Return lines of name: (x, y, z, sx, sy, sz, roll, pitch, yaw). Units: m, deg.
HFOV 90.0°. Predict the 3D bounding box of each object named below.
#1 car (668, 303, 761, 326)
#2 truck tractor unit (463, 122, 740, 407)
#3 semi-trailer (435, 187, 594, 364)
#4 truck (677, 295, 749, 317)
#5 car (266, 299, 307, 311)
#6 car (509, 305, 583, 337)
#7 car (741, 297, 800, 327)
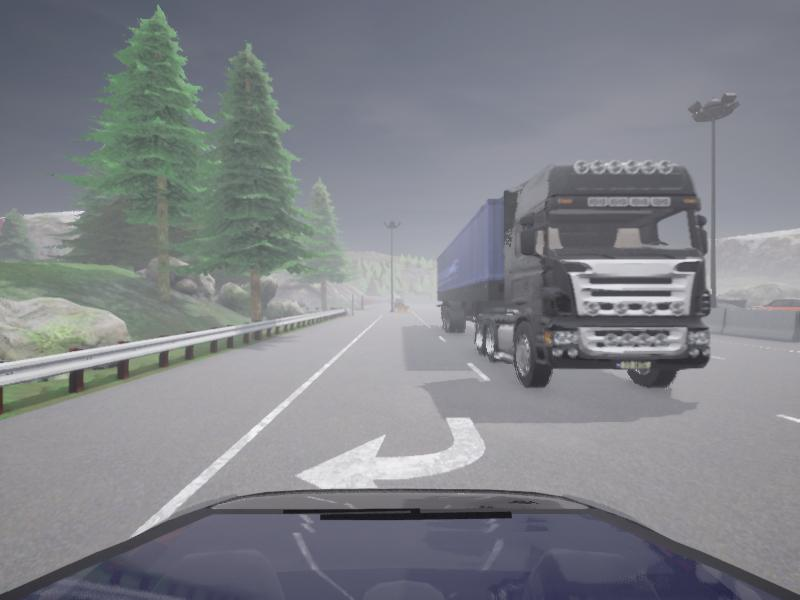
car: (20.964, 0.897, 27.065, 2.033, 1.411, 5.357, 0, 0, 0)
truck tractor unit: (3.484, -0.517, 9.171, 3.053, 4.208, 6.516, 0, 0, 0)
semi-trailer: (3.474, -0.615, 17.088, 2.717, 4.402, 14.254, 0, 0, 0)
truck: (31.443, 0.546, 40.587, 2.390, 2.098, 6.274, 0, 0, 0)
car: (-15.381, 0.635, 54.448, 4.974, 1.542, 2.038, 0, 0, 0)
car: (6.973, 0.946, 19.650, 1.895, 1.301, 4.718, 0, 0, 0)
car: (24.464, 0.697, 25.222, 2.097, 1.767, 4.553, 0, 0, 0)
